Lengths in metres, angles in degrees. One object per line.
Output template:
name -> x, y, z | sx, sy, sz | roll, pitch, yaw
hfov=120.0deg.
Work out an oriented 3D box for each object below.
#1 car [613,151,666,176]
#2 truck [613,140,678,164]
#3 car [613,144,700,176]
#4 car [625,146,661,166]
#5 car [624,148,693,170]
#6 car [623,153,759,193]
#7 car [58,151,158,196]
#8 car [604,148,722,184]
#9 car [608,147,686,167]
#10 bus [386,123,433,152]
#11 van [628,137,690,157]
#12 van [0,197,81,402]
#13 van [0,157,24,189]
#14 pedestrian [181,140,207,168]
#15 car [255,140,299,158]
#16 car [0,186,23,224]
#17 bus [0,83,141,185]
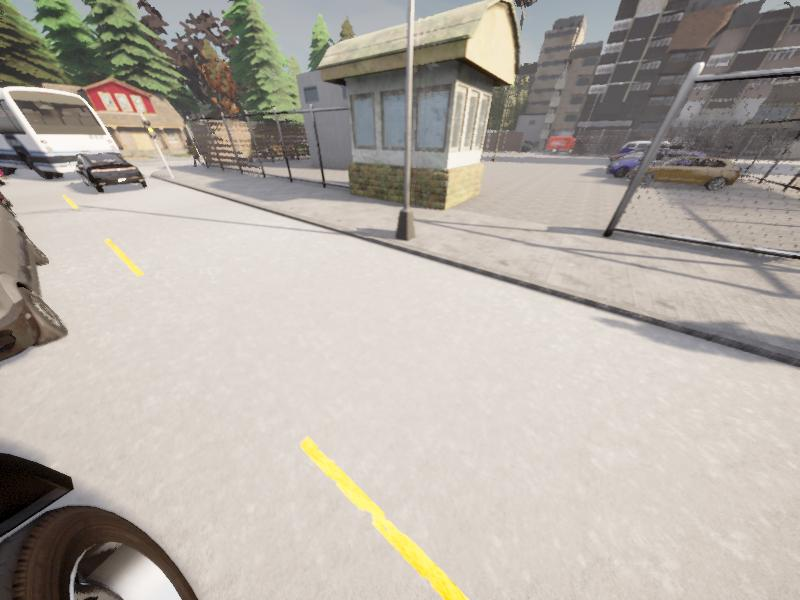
car -> 17.316, -9.956, 16.835 | 2.207, 1.379, 1.481 | 23, 41, 28
truck -> 27.860, -17.068, 26.535 | 4.478, 2.038, 2.069 | 23, 41, 28
car -> 19.280, -10.838, 17.744 | 3.866, 1.878, 1.905 | 23, 41, 28
car -> 25.152, -15.035, 24.039 | 1.789, 1.547, 3.705 | 23, 41, 28
car -> 23.019, -12.763, 20.809 | 3.633, 1.501, 1.845 | 23, 41, 28
car -> 15.318, -7.062, 12.646 | 4.193, 1.474, 1.816 | 23, 41, 28
car -> -14.908, -6.581, 11.786 | 4.902, 1.511, 2.128 | 23, 41, 29
car -> 16.570, -8.843, 15.068 | 4.611, 1.667, 2.242 | 23, 41, 28
car -> 25.414, -15.028, 24.156 | 5.357, 1.415, 2.033 | 23, 41, 28
bus -> 2.060, -32.066, 45.751 | 3.944, 4.253, 10.273 | 23, 41, 28
van -> 41.023, -24.509, 36.909 | 5.915, 2.561, 1.988 | 25, 42, 31
van -> -6.777, -0.817, 2.799 | 5.915, 2.561, 1.988 | 23, 41, 29
van -> -22.443, -6.696, 11.464 | 4.442, 1.987, 1.775 | 8, 36, 10
pedestrian -> -16.286, -11.544, 18.277 | 0.751, 1.860, 0.751 | 28, 44, 34
car -> -16.342, -20.369, 31.024 | 1.932, 1.855, 4.605 | 22, 40, 27
car -> -14.106, -3.372, 7.204 | 3.705, 1.549, 1.789 | 22, 41, 28
bus -> -23.230, -10.283, 14.581 | 10.273, 4.253, 3.944 | 13, 37, 17
